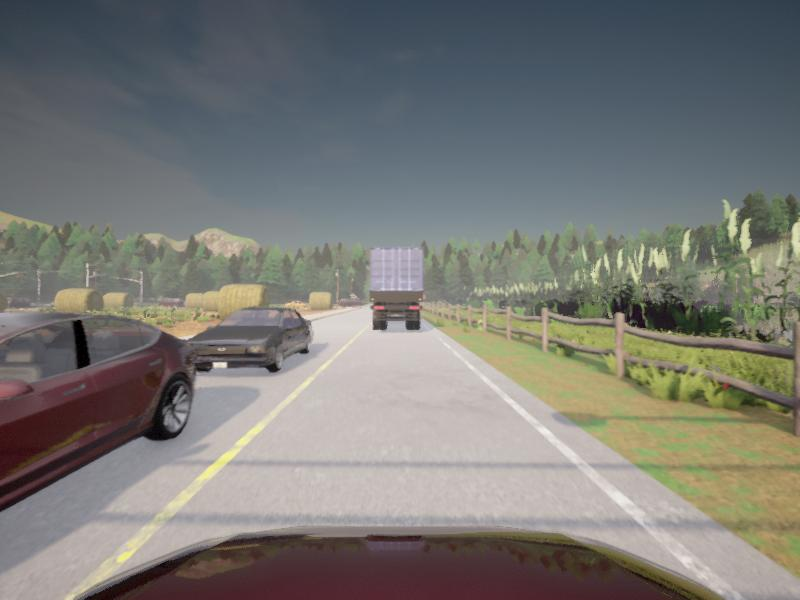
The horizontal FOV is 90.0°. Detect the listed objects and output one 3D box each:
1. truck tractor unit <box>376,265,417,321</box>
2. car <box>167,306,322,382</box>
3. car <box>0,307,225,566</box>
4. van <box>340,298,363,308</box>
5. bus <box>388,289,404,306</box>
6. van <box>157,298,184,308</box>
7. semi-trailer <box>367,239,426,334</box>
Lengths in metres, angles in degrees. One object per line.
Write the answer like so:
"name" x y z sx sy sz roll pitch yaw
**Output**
"truck tractor unit" -0.299 -0.530 33.638 3.053 4.208 6.516 0 0 -1
"car" -3.566 0.892 10.528 2.033 1.411 5.357 0 0 -1
"car" -3.489 0.850 3.157 2.163 1.488 4.792 0 0 -1
"van" -9.730 0.611 80.394 4.442 1.987 1.775 0 0 -6
"bus" -1.193 -0.561 103.520 3.944 4.253 10.273 0 0 -1
"van" -46.752 0.614 81.622 4.442 1.987 1.775 0 0 -3
"semi-trailer" -0.227 -0.627 25.720 2.717 4.402 14.254 0 0 -1
